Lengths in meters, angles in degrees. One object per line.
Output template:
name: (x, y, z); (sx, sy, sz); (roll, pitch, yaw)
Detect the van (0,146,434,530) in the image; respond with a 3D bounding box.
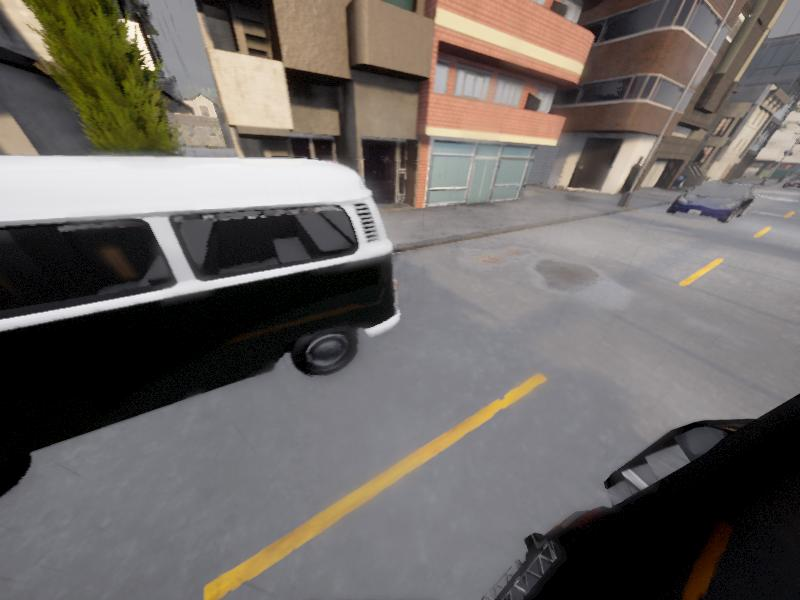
van: (-2.241, -0.106, 2.082); (4.480, 2.038, 2.069); (-16, 38, -26)

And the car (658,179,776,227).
car: (15.069, -4.776, 11.006); (4.792, 1.488, 2.163); (-16, 38, -26)

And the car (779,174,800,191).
car: (47.424, -13.933, 27.385); (4.193, 1.474, 1.816); (-16, 38, -26)
